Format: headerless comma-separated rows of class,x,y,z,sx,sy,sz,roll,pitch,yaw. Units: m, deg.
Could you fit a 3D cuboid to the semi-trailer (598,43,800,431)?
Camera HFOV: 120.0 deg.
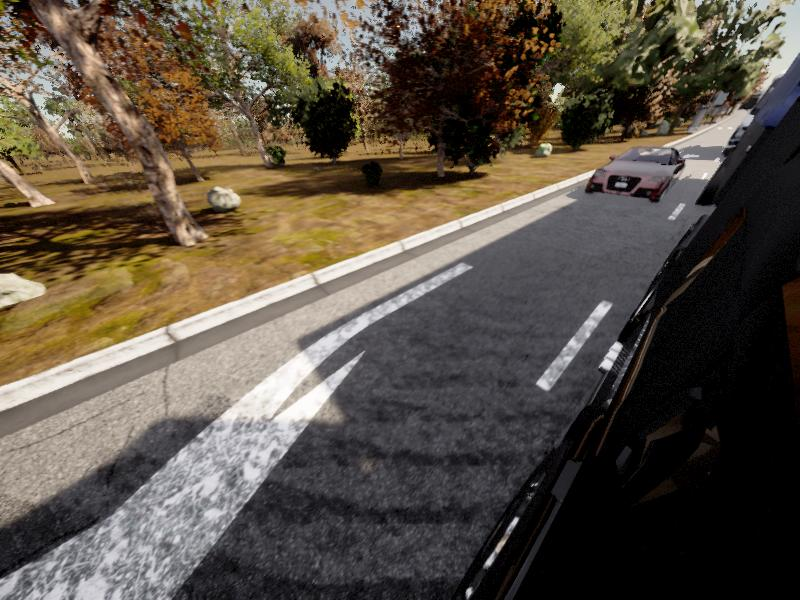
semi-trailer,8.698,-3.589,4.251,14.254,4.402,2.717,-28,44,-30

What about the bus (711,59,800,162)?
bus,24.582,-11.798,14.565,10.273,4.253,3.944,-28,44,-30

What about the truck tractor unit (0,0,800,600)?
truck tractor unit,2.645,-0.295,0.352,6.516,4.208,3.053,-28,44,-30

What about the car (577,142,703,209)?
car,8.378,-4.521,8.058,4.181,1.385,1.994,-28,44,-30
